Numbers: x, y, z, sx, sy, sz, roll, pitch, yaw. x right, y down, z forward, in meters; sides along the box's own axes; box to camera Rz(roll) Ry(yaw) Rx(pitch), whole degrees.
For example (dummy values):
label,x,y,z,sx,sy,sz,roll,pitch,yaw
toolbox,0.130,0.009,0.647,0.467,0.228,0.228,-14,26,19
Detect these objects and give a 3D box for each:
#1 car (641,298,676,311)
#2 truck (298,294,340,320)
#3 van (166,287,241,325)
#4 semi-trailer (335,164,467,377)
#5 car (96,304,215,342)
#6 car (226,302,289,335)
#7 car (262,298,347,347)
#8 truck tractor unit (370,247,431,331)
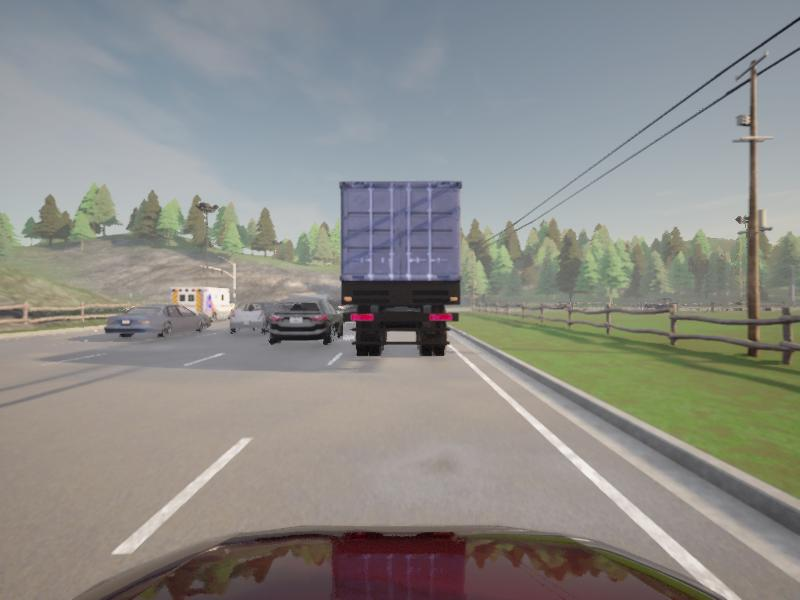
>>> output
label,x,y,z,sx,sy,sz,roll,pitch,yaw
car,38.043,0.669,58.929,3.866,1.878,1.905,0,0,1
truck,-6.996,0.557,35.343,2.390,2.098,6.274,0,0,0
van,-13.996,0.390,29.144,2.351,2.431,6.366,0,0,0
semi-trailer,0.021,-0.622,15.393,2.717,4.402,14.254,0,0,0
car,-10.498,0.902,17.836,2.033,1.411,5.357,0,0,0
car,-6.998,0.833,20.007,1.845,1.501,3.633,0,0,0
car,-3.498,0.761,15.727,2.242,1.667,4.611,0,0,0
truck tractor unit,0.008,-0.521,23.317,3.053,4.208,6.516,0,0,-1
